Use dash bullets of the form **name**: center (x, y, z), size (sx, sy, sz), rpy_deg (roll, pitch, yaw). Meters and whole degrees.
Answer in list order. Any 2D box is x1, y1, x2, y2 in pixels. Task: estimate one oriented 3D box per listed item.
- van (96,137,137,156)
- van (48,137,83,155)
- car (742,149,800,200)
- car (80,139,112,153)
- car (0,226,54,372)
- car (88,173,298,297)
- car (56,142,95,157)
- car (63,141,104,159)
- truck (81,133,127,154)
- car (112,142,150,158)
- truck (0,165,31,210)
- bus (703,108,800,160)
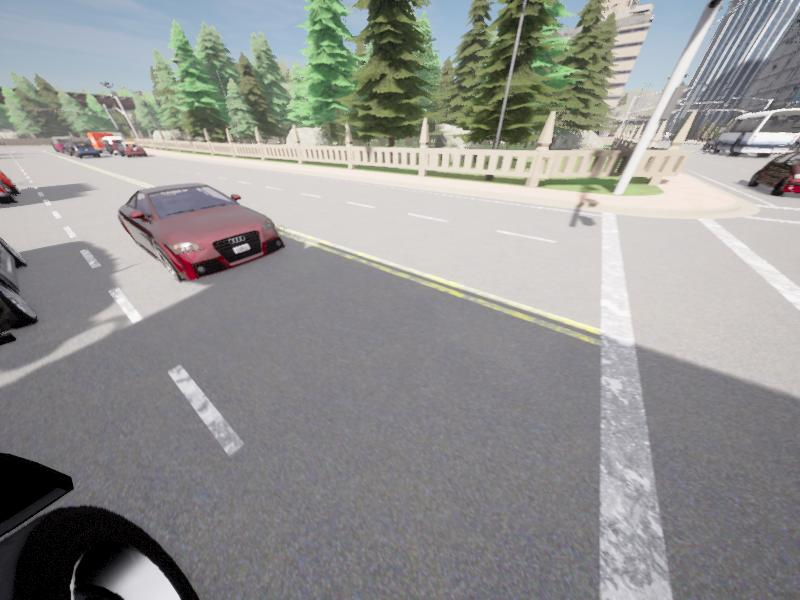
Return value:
- **van**: center (-38.005, -20.651, 30.994), size (4.480, 2.038, 2.069), rpy_deg (22, 41, 28)
- **van**: center (-48.713, -22.498, 33.650), size (4.442, 1.987, 1.775), rpy_deg (22, 41, 28)
- **car**: center (17.979, -5.622, 10.243), size (1.851, 1.617, 3.988), rpy_deg (24, 42, 30)
- **car**: center (-49.827, -25.299, 37.863), size (4.856, 1.649, 2.033), rpy_deg (22, 41, 28)
- **car**: center (-7.131, -0.427, 3.062), size (5.238, 1.638, 1.930), rpy_deg (22, 41, 28)
- **car**: center (-4.602, -1.781, 5.174), size (4.181, 1.385, 1.994), rpy_deg (22, 41, 28)
- **car**: center (-42.895, -19.889, 30.504), size (5.357, 1.411, 2.033), rpy_deg (22, 41, 28)
- **car**: center (-37.362, -17.721, 27.282), size (3.988, 1.617, 1.851), rpy_deg (22, 41, 28)
- **truck**: center (-43.685, -23.141, 34.114), size (5.204, 2.467, 2.627), rpy_deg (22, 41, 28)
- **car**: center (-32.888, -18.337, 28.237), size (3.806, 1.475, 1.970), rpy_deg (22, 41, 28)
- **truck**: center (-17.179, -4.858, 8.558), size (5.204, 2.467, 2.627), rpy_deg (22, 41, 28)
- **bus**: center (42.009, -19.645, 27.427), size (3.944, 4.253, 10.273), rpy_deg (22, 41, 28)
